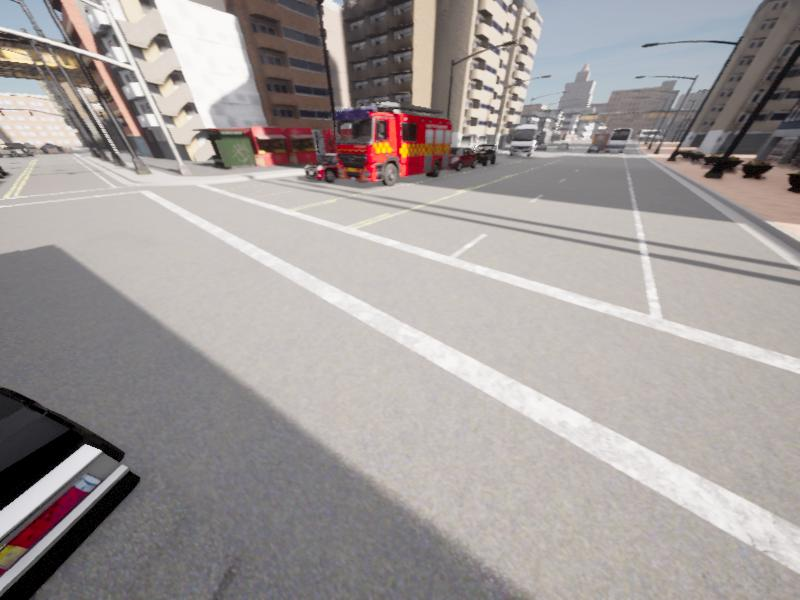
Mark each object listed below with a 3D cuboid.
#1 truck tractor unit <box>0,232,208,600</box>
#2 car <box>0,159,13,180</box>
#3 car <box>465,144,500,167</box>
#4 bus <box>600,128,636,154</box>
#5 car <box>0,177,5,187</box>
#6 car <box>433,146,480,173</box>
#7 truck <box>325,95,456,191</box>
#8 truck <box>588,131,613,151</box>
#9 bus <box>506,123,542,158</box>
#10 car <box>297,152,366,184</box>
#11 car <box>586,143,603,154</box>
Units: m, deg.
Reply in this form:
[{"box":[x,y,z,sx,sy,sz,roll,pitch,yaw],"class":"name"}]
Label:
[{"box":[-5.314,-0.006,0.351,6.516,4.208,3.053,8,36,11],"class":"truck tractor unit"},{"box":[-29.961,-9.382,16.242,4.792,1.488,2.163,25,42,31],"class":"car"},{"box":[8.783,-15.354,24.421,1.905,1.878,3.866,24,41,30],"class":"car"},{"box":[46.527,-34.074,49.365,3.944,4.253,10.273,24,42,31],"class":"bus"},{"box":[-24.549,-6.966,12.641,5.027,1.651,2.152,25,42,31],"class":"car"},{"box":[5.063,-12.598,20.499,2.097,1.767,4.553,24,41,30],"class":"car"},{"box":[0.011,-9.794,14.665,2.891,3.827,8.468,24,41,30],"class":"truck"},{"box":[48.813,-38.808,56.264,2.891,3.827,8.468,24,43,31],"class":"truck"},{"box":[21.150,-26.867,39.087,3.944,4.253,10.273,16,38,22],"class":"bus"},{"box":[-4.379,-8.862,15.378,1.970,1.475,3.806,24,42,31],"class":"car"},{"box":[41.895,-32.724,49.785,2.033,1.649,4.856,24,42,31],"class":"car"}]
